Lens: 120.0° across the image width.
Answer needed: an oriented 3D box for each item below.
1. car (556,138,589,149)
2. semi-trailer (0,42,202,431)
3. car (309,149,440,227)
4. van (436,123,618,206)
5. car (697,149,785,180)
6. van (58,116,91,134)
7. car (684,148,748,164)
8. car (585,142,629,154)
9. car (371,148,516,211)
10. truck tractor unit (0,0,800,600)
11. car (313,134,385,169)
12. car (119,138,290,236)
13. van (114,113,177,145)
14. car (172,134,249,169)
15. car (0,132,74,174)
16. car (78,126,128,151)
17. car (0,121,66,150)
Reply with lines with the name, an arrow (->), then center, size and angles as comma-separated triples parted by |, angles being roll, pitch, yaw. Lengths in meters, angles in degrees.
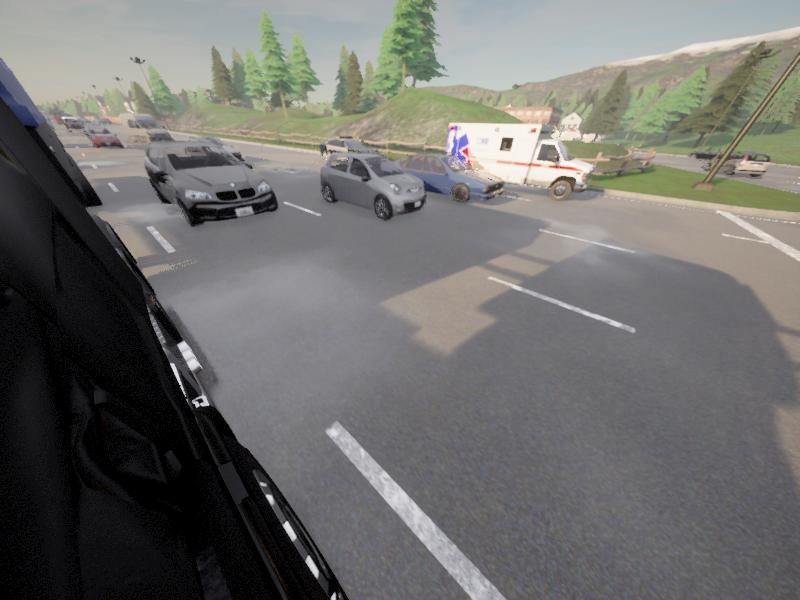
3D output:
car -> 37.493, -34.135, 50.317 | 1.930, 1.638, 5.238 | -16, 40, -23
semi-trailer -> -8.720, -3.566, 4.243 | 14.254, 4.402, 2.717 | 28, 44, 30
car -> -0.876, -3.717, 7.292 | 3.633, 1.501, 1.845 | 28, 43, 30
van -> 5.130, -6.371, 10.440 | 6.366, 2.431, 2.351 | 28, 43, 30
car -> 26.604, -10.843, 18.308 | 1.851, 1.617, 3.988 | 14, 38, 15
van -> -50.943, -27.328, 36.108 | 4.480, 2.038, 2.069 | 26, 42, 29
car -> 39.978, -18.371, 29.444 | 1.895, 1.301, 4.718 | 2, 36, 0
car -> 35.263, -26.147, 39.617 | 2.033, 1.411, 5.357 | -8, 38, -14
car -> 1.469, -5.149, 9.465 | 5.357, 1.411, 2.033 | 28, 43, 30
truck tractor unit -> -2.645, -0.295, 0.351 | 6.516, 4.208, 3.053 | 28, 44, 30
car -> -3.633, -10.642, 16.407 | 5.238, 1.638, 1.930 | 28, 44, 30
car -> -5.689, -3.582, 6.736 | 4.611, 1.667, 2.242 | 28, 43, 30
van -> -27.313, -18.324, 24.779 | 5.915, 2.561, 1.988 | 20, 40, 23
car -> -12.059, -9.521, 14.655 | 5.357, 1.411, 2.033 | 28, 43, 30
car -> -18.373, -7.387, 11.459 | 4.181, 1.385, 1.994 | 28, 43, 30
car -> -24.906, -13.594, 19.362 | 3.633, 1.501, 1.845 | 28, 43, 30
car -> -29.586, -13.369, 18.732 | 5.027, 1.651, 2.152 | 28, 43, 30
